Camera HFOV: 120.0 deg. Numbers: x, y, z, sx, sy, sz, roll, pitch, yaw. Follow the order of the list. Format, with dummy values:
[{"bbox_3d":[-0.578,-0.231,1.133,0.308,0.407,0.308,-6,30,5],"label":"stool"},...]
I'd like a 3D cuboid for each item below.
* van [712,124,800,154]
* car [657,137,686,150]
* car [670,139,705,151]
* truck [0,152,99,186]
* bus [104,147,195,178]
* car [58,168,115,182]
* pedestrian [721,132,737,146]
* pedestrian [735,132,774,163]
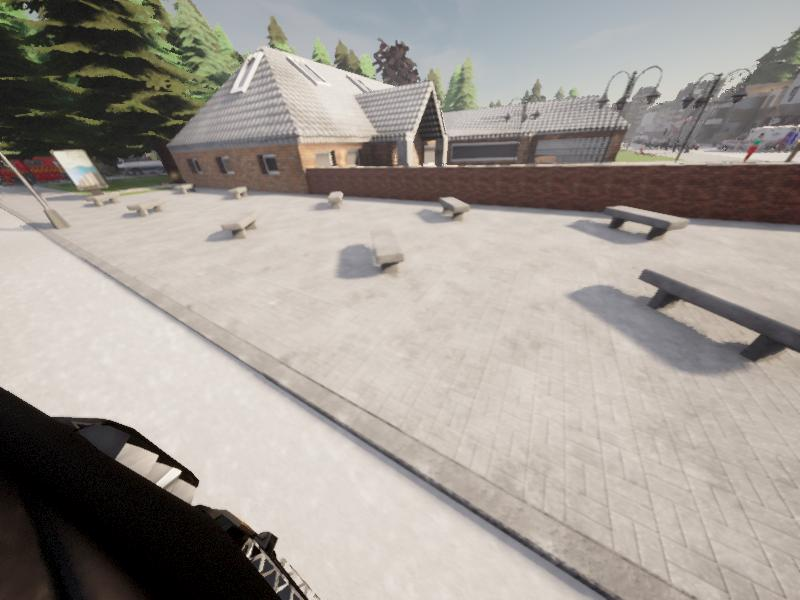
[{"bbox_3d":[43.280,-19.120,27.527,2.351,2.431,6.366,-18,36,-10],"label":"van"},{"bbox_3d":[46.387,-26.789,39.550,1.851,1.617,3.988,16,38,26],"label":"car"},{"bbox_3d":[42.908,-23.206,34.605,1.994,1.385,4.181,16,38,26],"label":"car"},{"bbox_3d":[-53.017,-19.732,34.513,2.891,3.827,8.468,13,36,21],"label":"truck"},{"bbox_3d":[-46.524,-26.093,43.621,3.944,4.253,10.273,16,38,26],"label":"bus"},{"bbox_3d":[-48.131,-19.348,35.633,1.837,1.490,4.892,16,37,26],"label":"car"},{"bbox_3d":[56.333,-27.600,39.552,0.751,1.860,0.751,26,43,36],"label":"pedestrian"},{"bbox_3d":[25.938,-11.144,16.952,0.751,1.860,0.751,25,43,36],"label":"pedestrian"}]
